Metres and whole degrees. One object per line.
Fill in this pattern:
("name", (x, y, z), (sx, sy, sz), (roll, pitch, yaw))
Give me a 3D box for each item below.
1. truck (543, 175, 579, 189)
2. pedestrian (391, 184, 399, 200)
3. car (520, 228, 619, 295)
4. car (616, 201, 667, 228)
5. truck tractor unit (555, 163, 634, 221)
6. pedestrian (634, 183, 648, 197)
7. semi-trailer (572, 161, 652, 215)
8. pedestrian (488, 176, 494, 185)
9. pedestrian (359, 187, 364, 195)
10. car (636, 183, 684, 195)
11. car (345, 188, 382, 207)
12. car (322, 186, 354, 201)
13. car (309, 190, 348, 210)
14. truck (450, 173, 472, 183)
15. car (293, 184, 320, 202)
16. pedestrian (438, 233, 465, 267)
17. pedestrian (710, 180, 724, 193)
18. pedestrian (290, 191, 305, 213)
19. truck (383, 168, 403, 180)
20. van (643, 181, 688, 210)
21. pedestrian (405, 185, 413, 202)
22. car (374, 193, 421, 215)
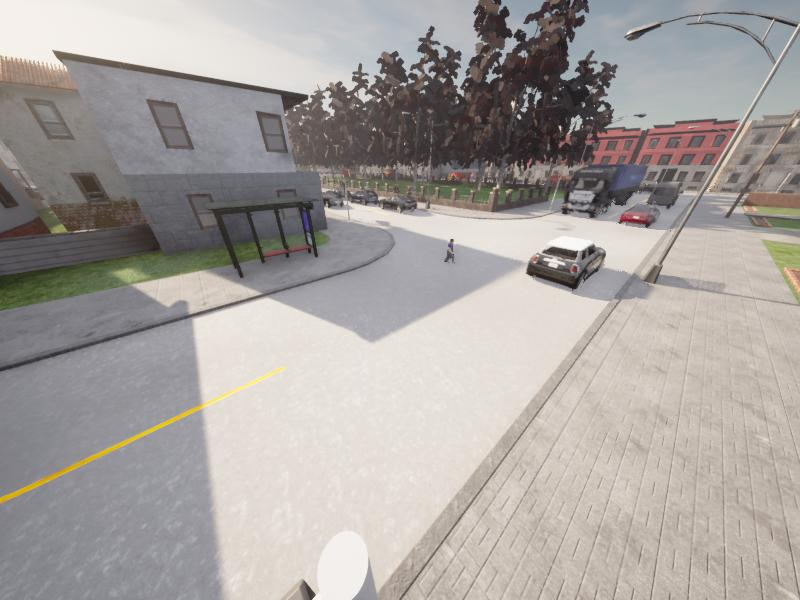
("truck", (34.132, -25.103, 49.008), (2.627, 2.467, 5.204), (-23, 37, -34))
("pedestrian", (-0.678, -14.613, 31.198), (0.751, 1.860, 0.751), (-23, 37, -34))
("car", (7.073, -1.801, 9.649), (3.806, 1.475, 1.970), (-23, 37, -34))
("car", (19.649, -7.025, 18.804), (4.181, 1.385, 1.994), (-23, 37, -34))
("truck tractor unit", (17.951, -10.161, 21.384), (6.516, 4.208, 3.053), (-23, 37, -34))
("pedestrian", (36.721, -16.774, 35.150), (0.751, 1.860, 0.751), (-23, 37, -34))
("semi-trailer", (23.988, -12.805, 25.767), (14.254, 4.402, 2.717), (-23, 37, -34))
("pedestrian", (21.730, -28.599, 55.424), (0.751, 1.860, 0.751), (-23, 37, -34))
("pedestrian", (-6.066, -17.364, 36.724), (0.500, 1.100, 0.500), (-21, 36, -32))
("car", (43.933, -18.861, 39.137), (1.882, 1.535, 5.008), (-23, 37, -34))
("car", (-4.501, -12.646, 28.282), (2.033, 1.649, 4.856), (-24, 38, -35))
("car", (-8.861, -15.242, 32.895), (2.128, 1.511, 4.902), (-25, 38, -36))
("car", (-8.272, -11.588, 26.566), (2.128, 1.511, 4.902), (-23, 37, -34))
("truck", (17.431, -35.049, 66.248), (2.627, 2.467, 5.204), (-23, 37, -34))
("car", (-12.823, -14.698, 31.585), (1.932, 1.855, 4.605), (-21, 36, -32))
("pedestrian", (2.350, -2.318, 10.673), (0.751, 1.300, 0.751), (-21, 36, -32))
("pedestrian", (54.764, -19.621, 39.873), (0.751, 1.860, 0.751), (-22, 36, -33))
("pedestrian", (-9.822, -9.373, 22.106), (0.751, 1.860, 0.751), (-23, 37, -34))
("truck", (-2.694, -47.419, 86.746), (2.891, 3.827, 8.468), (-23, 37, -34))
("van", (30.330, -12.052, 26.342), (5.915, 2.561, 1.988), (-22, 37, -33))
("pedestrian", (1.125, -13.540, 29.343), (0.751, 1.860, 0.751), (-23, 37, -34))
("car", (-0.326, -9.955, 23.738), (2.128, 1.511, 4.902), (-23, 37, -34))
